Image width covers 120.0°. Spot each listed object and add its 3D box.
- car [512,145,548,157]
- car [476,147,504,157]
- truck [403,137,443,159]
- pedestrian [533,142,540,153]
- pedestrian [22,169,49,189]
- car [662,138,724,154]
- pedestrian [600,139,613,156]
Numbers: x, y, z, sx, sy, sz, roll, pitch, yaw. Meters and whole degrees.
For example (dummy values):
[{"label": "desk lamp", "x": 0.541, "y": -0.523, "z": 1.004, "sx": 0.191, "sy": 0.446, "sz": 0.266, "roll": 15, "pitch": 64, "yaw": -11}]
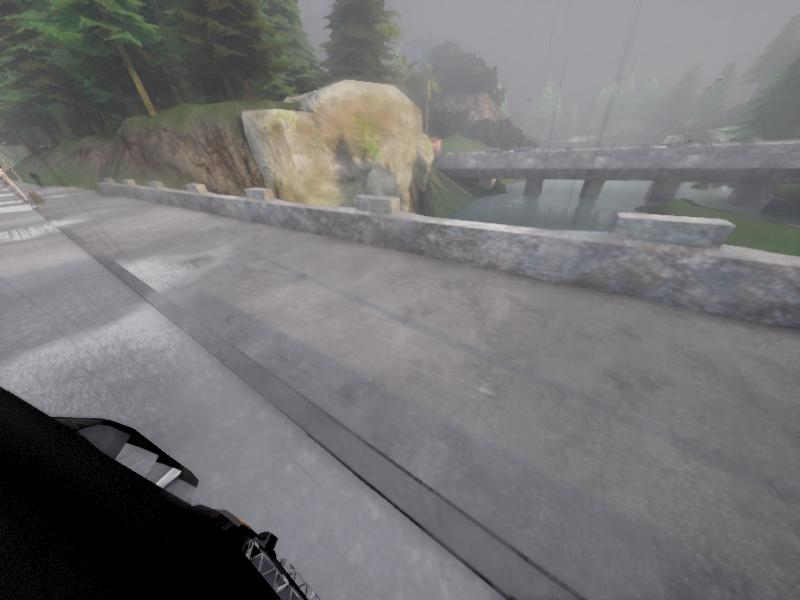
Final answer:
[{"label": "car", "x": 22.364, "y": -25.626, "z": 39.772, "sx": 5.008, "sy": 1.535, "sz": 1.882, "roll": 17, "pitch": 38, "yaw": 28}, {"label": "car", "x": 17.909, "y": -29.593, "z": 46.229, "sx": 4.674, "sy": 1.442, "sz": 1.812, "roll": 17, "pitch": 38, "yaw": 28}, {"label": "truck", "x": 5.148, "y": -34.568, "z": 52.616, "sx": 8.468, "sy": 3.827, "sz": 2.891, "roll": 18, "pitch": 39, "yaw": 28}, {"label": "pedestrian", "x": 27.262, "y": -30.441, "z": 46.174, "sx": 0.751, "sy": 1.860, "sz": 0.751, "roll": 17, "pitch": 38, "yaw": 28}, {"label": "pedestrian", "x": -40.172, "y": -13.355, "z": 25.496, "sx": 0.751, "sy": 1.860, "sz": 0.751, "roll": 19, "pitch": 39, "yaw": 29}, {"label": "car", "x": 38.672, "y": -20.496, "z": 30.717, "sx": 4.514, "sy": 1.525, "sz": 2.007, "roll": 17, "pitch": 38, "yaw": 28}, {"label": "pedestrian", "x": 28.040, "y": -20.753, "z": 31.402, "sx": 0.751, "sy": 1.860, "sz": 0.751, "roll": 20, "pitch": 40, "yaw": 31}]
